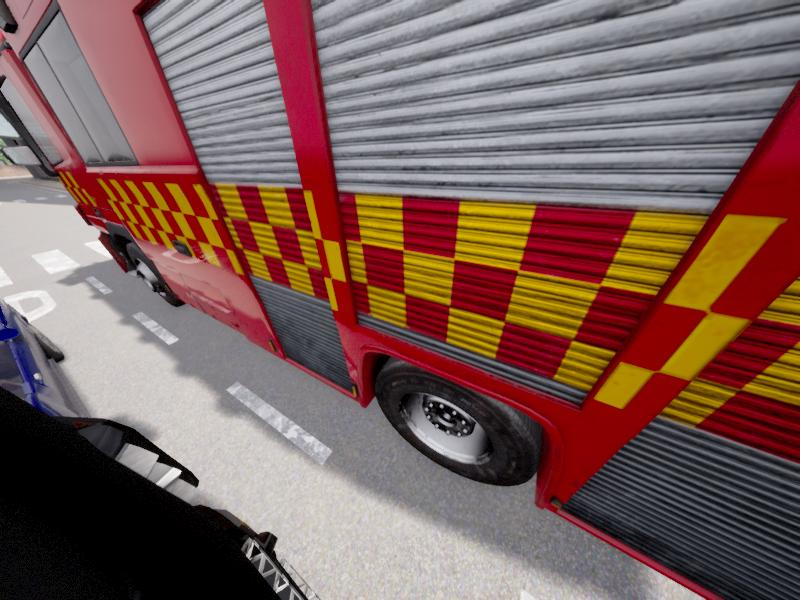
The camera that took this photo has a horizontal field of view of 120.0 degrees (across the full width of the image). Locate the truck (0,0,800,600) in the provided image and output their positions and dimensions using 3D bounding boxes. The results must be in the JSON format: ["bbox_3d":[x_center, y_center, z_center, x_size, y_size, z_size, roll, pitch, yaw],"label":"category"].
[{"bbox_3d":[-1.188,-1.508,2.851,8.468,3.827,2.891,16,38,26],"label":"truck"}]

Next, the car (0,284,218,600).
[{"bbox_3d":[-3.697,1.052,1.475,4.718,1.301,1.895,16,38,26],"label":"car"}]

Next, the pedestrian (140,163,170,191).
[{"bbox_3d":[-19.514,-9.827,18.424,0.751,1.860,0.751,16,38,26],"label":"pedestrian"}]

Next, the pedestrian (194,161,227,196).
[{"bbox_3d":[-11.950,-7.690,14.621,0.751,1.860,0.751,16,38,27],"label":"pedestrian"}]

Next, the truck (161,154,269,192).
[{"bbox_3d":[-14.872,-10.728,19.249,2.390,2.098,6.274,15,37,25],"label":"truck"}]
